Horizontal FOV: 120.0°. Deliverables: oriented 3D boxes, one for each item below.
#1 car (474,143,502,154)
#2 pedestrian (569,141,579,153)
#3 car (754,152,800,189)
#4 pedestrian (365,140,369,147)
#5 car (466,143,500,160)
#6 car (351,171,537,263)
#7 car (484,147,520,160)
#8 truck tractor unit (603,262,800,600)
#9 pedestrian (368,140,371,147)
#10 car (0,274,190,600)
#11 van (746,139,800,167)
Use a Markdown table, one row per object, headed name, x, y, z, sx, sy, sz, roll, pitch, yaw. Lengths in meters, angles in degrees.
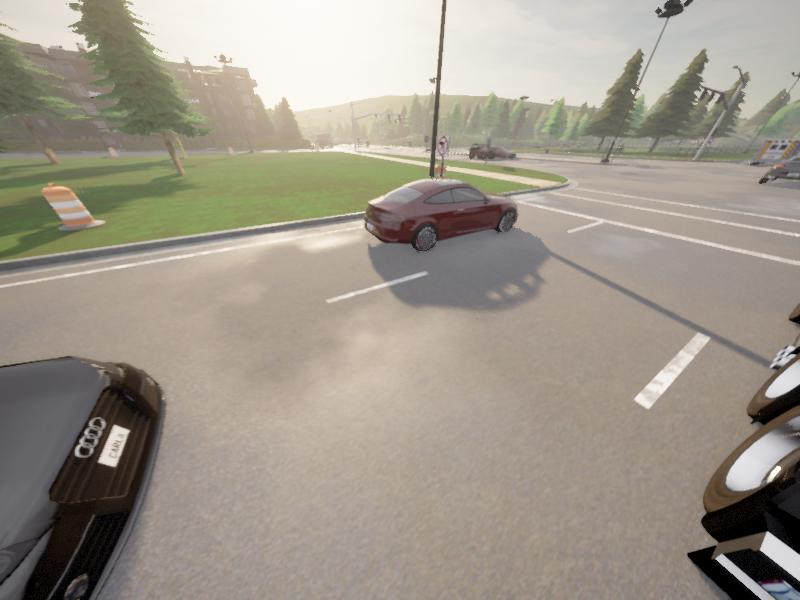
| name | x | y | z | sx | sy | sz | roll | pitch | yaw |
| --- | --- | --- | --- | --- | --- | --- | --- | --- | --- |
| car | 17.833 | -31.067 | 47.249 | 1.930 | 1.638 | 5.238 | -18 | 39 | -24 |
| pedestrian | 33.439 | -29.383 | 44.429 | 0.751 | 1.860 | 0.751 | -15 | 38 | -21 |
| car | 25.165 | -8.160 | 14.444 | 5.027 | 1.651 | 2.152 | -18 | 39 | -24 |
| pedestrian | -10.343 | -48.894 | 72.246 | 0.751 | 1.860 | 0.751 | -19 | 39 | -25 |
| car | 11.264 | -20.414 | 31.704 | 1.905 | 1.878 | 3.866 | -18 | 39 | -24 |
| car | 1.265 | -2.544 | 6.391 | 4.674 | 1.442 | 1.812 | -18 | 39 | -24 |
| car | 14.489 | -20.997 | 33.017 | 1.994 | 1.385 | 4.181 | -18 | 39 | -24 |
| truck tractor unit | 5.112 | -0.297 | 0.799 | 6.516 | 4.208 | 3.053 | -18 | 39 | -25 |
| pedestrian | -9.383 | -48.175 | 71.126 | 0.751 | 1.860 | 0.751 | -12 | 37 | -17 |
| car | -3.736 | 1.443 | 0.703 | 4.181 | 1.385 | 1.994 | -18 | 39 | -24 |
| van | 41.913 | -16.306 | 25.532 | 6.366 | 2.431 | 2.351 | -18 | 39 | -24 |
